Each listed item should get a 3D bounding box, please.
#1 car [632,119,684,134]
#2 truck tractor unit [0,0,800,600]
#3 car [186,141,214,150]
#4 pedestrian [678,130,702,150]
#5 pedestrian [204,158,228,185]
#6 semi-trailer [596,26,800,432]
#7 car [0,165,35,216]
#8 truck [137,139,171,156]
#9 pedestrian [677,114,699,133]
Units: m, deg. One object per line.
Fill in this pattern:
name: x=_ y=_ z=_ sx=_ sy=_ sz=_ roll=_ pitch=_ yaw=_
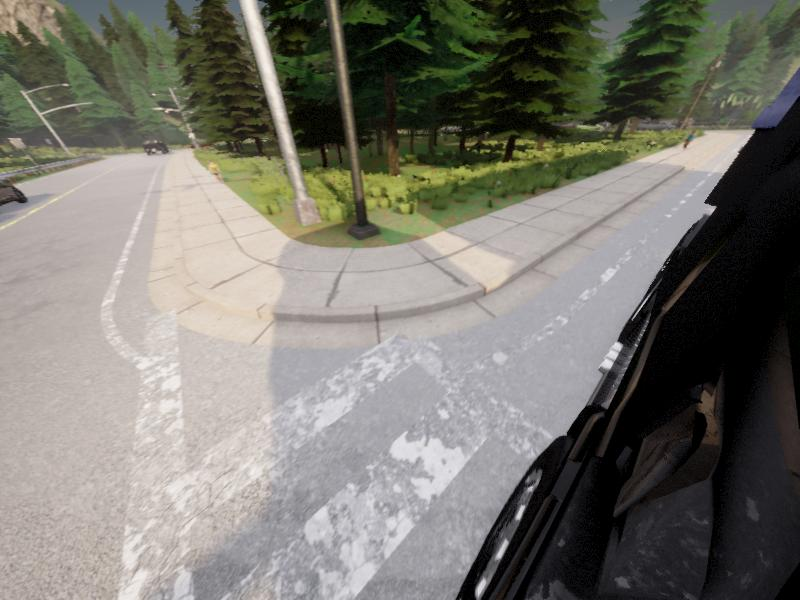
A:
car: x=37.301 y=-25.163 z=33.527 sx=2.007 sy=1.525 sz=4.514 roll=-23 pitch=42 yaw=-25
truck tractor unit: x=2.645 y=-0.295 z=0.351 sx=6.516 sy=4.208 sz=3.053 roll=-28 pitch=44 yaw=-30
car: x=-44.466 y=-34.605 z=51.576 sx=1.895 sy=1.301 sz=4.718 roll=3 pitch=37 yaw=8
pedestrian: x=19.655 y=-10.860 z=15.683 sx=0.500 sy=1.100 sz=0.500 roll=-26 pitch=43 yaw=-28
pedestrian: x=-9.212 y=-6.430 z=11.576 sx=0.500 sy=1.100 sz=0.500 roll=-30 pitch=44 yaw=-31
semi-trailer: x=8.817 y=-3.522 z=4.107 sx=14.254 sy=4.402 sz=2.717 roll=-27 pitch=43 yaw=-28
car: x=-17.217 y=-4.177 z=9.063 sx=1.816 sy=1.474 sz=4.193 roll=-28 pitch=43 yaw=-29
truck: x=-41.320 y=-25.847 z=39.022 sx=2.390 sy=2.098 sz=6.274 roll=-23 pitch=41 yaw=-24
pedestrian: x=35.730 y=-21.862 z=28.648 sx=0.751 sy=1.860 sz=0.751 roll=-19 pitch=40 yaw=-20
